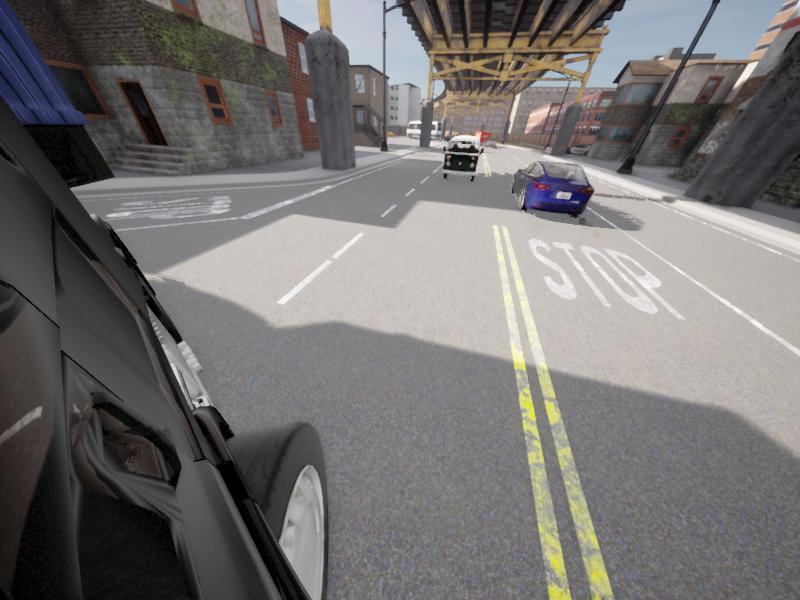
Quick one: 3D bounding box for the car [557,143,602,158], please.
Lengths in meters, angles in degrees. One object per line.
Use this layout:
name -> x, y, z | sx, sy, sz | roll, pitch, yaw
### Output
car -> 27.336, -23.020, 35.376 | 2.038, 1.542, 4.974 | -29, 47, -35

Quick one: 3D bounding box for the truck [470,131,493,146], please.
truck -> 17.848, -35.472, 50.802 | 2.627, 2.467, 5.204 | -1, 37, -5

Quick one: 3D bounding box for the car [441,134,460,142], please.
car -> 13.553, -43.554, 62.237 | 1.837, 1.490, 4.892 | -22, 43, -30

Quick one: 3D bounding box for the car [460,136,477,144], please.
car -> 16.762, -39.286, 56.787 | 1.970, 1.475, 3.806 | -10, 38, -17

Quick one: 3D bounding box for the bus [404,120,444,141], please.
bus -> 6.763, -48.948, 66.733 | 10.273, 4.253, 3.944 | 23, 41, 25

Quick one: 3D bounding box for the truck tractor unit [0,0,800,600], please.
truck tractor unit -> -2.645, -0.295, 0.351 | 6.516, 4.208, 3.053 | 28, 44, 30

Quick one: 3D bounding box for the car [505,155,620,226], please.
car -> 5.640, -4.476, 8.891 | 2.163, 1.488, 4.792 | 11, 37, 11

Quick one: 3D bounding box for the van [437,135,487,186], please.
van -> 3.619, -8.177, 13.281 | 2.069, 2.038, 4.480 | 11, 37, 11
